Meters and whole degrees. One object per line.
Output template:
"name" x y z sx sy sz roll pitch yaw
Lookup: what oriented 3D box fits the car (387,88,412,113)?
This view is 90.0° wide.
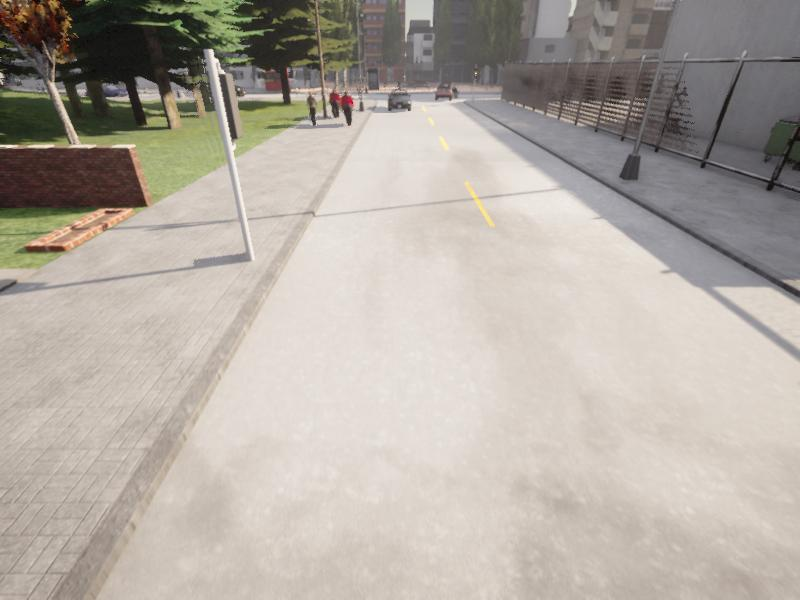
"car" -0.038 -15.621 31.250 1.816 1.474 4.193 0 30 0

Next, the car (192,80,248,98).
"car" -19.812 -23.352 44.318 5.027 1.651 2.152 0 30 0

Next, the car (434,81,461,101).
"car" 4.980 -21.715 41.541 1.851 1.617 3.988 10 32 16

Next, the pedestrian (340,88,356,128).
"pedestrian" -2.805 -10.386 21.661 0.751 1.860 0.751 -4 31 -6

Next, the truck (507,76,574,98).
"truck" 15.422 -23.574 44.231 6.274 2.098 2.390 0 30 0

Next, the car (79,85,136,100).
"car" -32.439 -23.086 44.470 4.674 1.442 1.812 0 30 0

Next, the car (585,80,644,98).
"car" 23.694 -23.400 44.393 5.238 1.638 1.930 0 30 0

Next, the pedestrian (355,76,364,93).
"pedestrian" -5.113 -27.303 50.587 0.751 1.860 0.751 -14 33 -23

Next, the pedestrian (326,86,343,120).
"pedestrian" -4.040 -12.226 24.808 0.751 1.860 0.751 2 30 3

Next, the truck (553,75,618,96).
"truck" 22.012 -25.607 47.713 6.274 2.098 2.390 0 30 0

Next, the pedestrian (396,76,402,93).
"pedestrian" -0.105 -27.306 50.593 0.751 1.860 0.751 0 30 0

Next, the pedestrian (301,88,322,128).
"pedestrian" -4.760 -10.405 21.693 0.751 1.860 0.751 2 30 4

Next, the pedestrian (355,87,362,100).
"pedestrian" -4.049 -20.324 39.409 0.500 1.100 0.500 -12 32 -20
